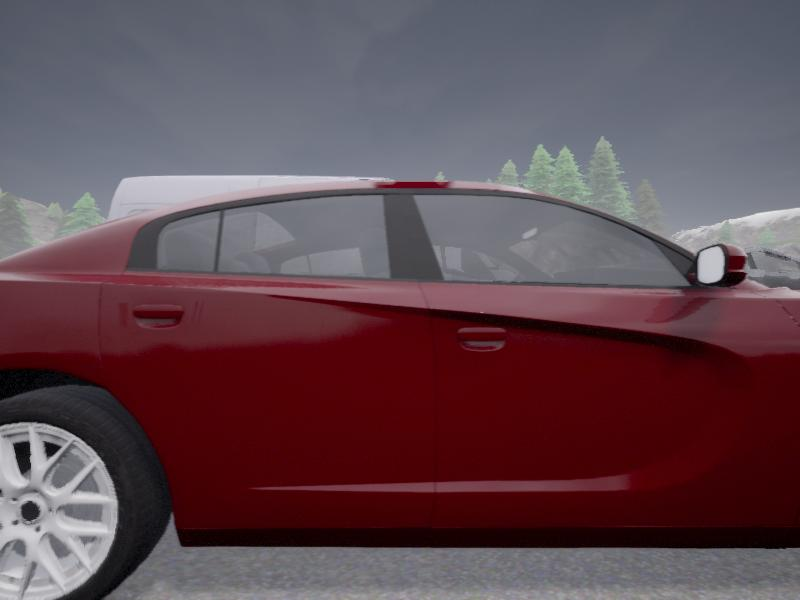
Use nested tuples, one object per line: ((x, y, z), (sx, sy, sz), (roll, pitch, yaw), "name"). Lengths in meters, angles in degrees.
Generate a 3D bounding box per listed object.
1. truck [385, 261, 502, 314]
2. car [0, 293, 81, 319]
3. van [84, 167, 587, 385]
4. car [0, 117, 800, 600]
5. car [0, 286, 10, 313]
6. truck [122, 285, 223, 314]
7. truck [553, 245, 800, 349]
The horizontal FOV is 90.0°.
((3.130, -0.921, 30.205), (8.468, 3.827, 2.891), (0, 0, 0), "truck")
((-21.034, 0.314, 22.850), (4.181, 1.385, 1.994), (0, 0, 4), "car")
((-0.760, -0.277, 5.697), (5.915, 2.561, 1.988), (0, 0, 0), "van")
((0.295, 0.223, 2.154), (5.008, 1.535, 1.882), (0, 0, -1), "car")
((-33.239, -0.023, 30.185), (5.566, 2.045, 2.150), (0, 0, 0), "car")
((-17.033, -0.054, 30.201), (6.274, 2.098, 2.390), (0, 0, 0), "truck")
((7.100, -0.060, 9.200), (6.274, 2.098, 2.390), (0, 0, 0), "truck")
